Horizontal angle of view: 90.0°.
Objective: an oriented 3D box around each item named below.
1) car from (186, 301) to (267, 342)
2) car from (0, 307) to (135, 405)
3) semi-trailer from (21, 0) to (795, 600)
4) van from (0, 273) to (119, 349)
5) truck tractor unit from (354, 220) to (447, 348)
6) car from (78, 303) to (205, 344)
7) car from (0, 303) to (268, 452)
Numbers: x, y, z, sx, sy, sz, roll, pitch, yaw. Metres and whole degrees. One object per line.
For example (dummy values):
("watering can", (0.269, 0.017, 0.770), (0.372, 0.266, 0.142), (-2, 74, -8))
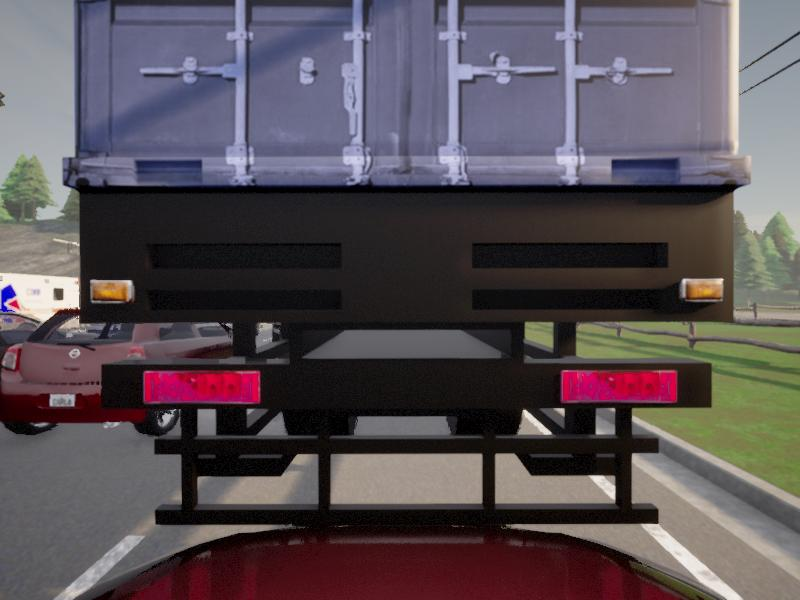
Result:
("car", (-7.029, 0.801, 16.640), (1.845, 1.501, 3.633), (0, 0, -1))
("car", (-6.996, 0.870, 6.345), (2.033, 1.411, 5.357), (0, 0, 0))
("semi-trailer", (0.023, -0.631, 8.533), (2.717, 4.402, 14.254), (0, 0, 0))
("van", (-14.018, 0.343, 15.177), (2.351, 2.431, 6.366), (0, 0, -1))
("truck tractor unit", (0.012, -0.539, 16.445), (3.053, 4.208, 6.516), (0, 0, 0))
("car", (-10.519, 0.864, 16.961), (2.033, 1.411, 5.357), (0, 0, -1))
("car", (-3.494, 0.807, 5.940), (1.845, 1.501, 3.633), (0, 0, 0))
